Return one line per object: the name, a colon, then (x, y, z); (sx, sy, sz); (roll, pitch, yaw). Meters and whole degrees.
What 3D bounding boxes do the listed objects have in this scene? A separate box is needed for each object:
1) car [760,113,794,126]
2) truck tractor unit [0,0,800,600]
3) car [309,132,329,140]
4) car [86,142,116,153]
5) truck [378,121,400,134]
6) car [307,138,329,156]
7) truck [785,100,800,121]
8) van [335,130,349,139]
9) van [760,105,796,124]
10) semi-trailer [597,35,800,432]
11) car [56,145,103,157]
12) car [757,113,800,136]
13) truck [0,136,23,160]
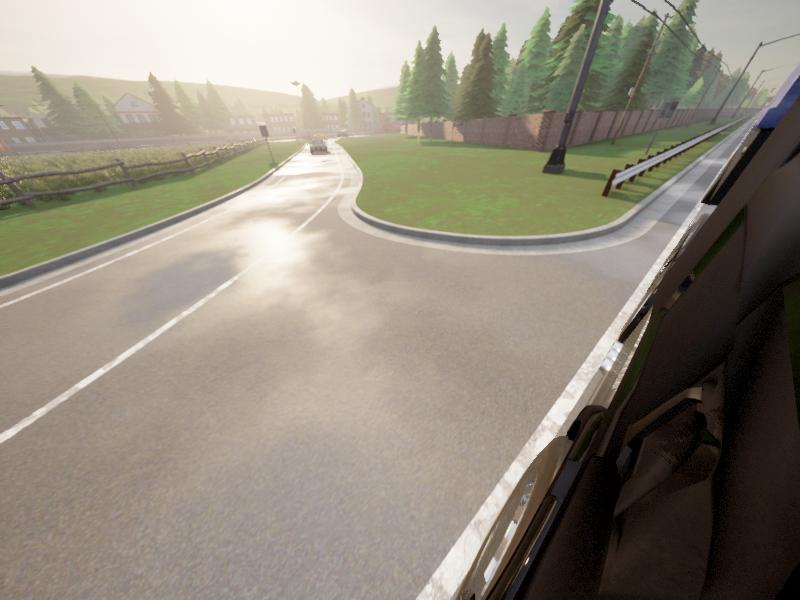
car: (57.421, -27.597, 35.292); (4.792, 1.488, 2.163); (-28, 44, -29)
truck tractor unit: (2.645, -0.295, 0.352); (6.516, 4.208, 3.053); (-28, 44, -30)
car: (-25.202, -50.836, 71.622); (5.366, 1.575, 1.801); (-28, 43, -29)
car: (-72.625, -37.095, 56.259); (3.866, 1.878, 1.905); (-28, 43, -29)
truck: (-4.256, -68.101, 91.307); (8.468, 3.827, 2.891); (-28, 43, -29)
car: (-9.488, -17.886, 26.936); (1.994, 1.385, 4.181); (-11, 38, -10)
truck: (81.329, -38.412, 46.120); (8.468, 3.827, 2.891); (-28, 43, -29)
van: (-16.594, -47.537, 66.281); (2.069, 2.038, 4.480); (6, 38, 12)
van: (67.807, -33.450, 41.587); (6.366, 2.431, 2.351); (-28, 43, -29)
semi-trailer: (8.735, -3.591, 4.175); (14.254, 4.402, 2.717); (-28, 44, -29)
car: (-64.718, -30.269, 46.859); (5.238, 1.638, 1.930); (-27, 43, -29)
car: (38.146, -17.520, 23.061); (5.027, 1.651, 2.152); (-28, 43, -29)
truck: (-83.302, -29.620, 45.412); (8.468, 3.827, 2.891); (-28, 43, -29)
